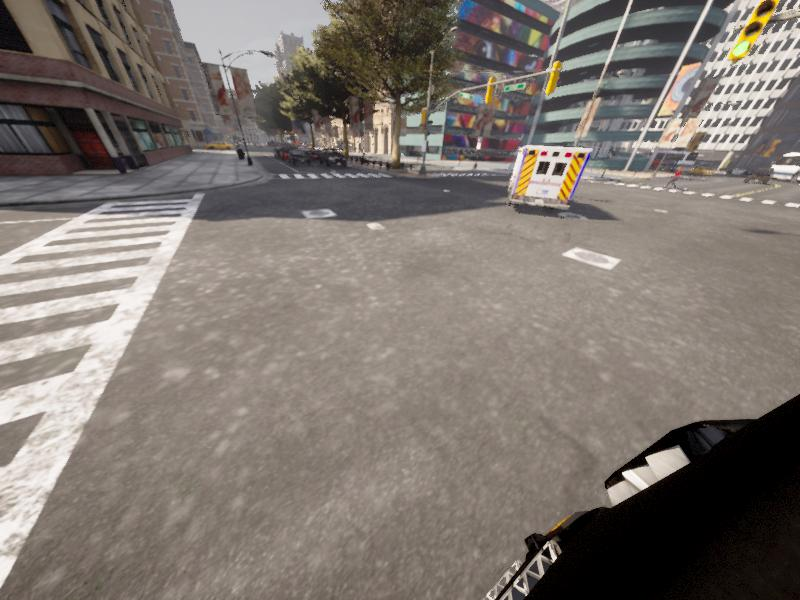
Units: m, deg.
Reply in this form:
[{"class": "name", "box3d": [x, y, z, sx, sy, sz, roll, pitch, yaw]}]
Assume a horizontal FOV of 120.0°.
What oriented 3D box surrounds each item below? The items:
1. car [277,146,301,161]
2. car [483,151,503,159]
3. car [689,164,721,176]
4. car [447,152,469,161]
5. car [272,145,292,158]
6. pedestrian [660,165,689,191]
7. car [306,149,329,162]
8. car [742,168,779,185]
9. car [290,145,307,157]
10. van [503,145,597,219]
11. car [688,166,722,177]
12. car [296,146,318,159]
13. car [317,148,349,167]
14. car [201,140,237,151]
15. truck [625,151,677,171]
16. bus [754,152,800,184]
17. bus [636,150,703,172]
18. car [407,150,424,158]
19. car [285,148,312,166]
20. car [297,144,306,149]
[{"class": "car", "box3d": [-15.146, -19.893, 31.365, 2.007, 1.525, 4.514, -16, 38, -26]}, {"class": "car", "box3d": [29.873, -46.662, 74.332, 2.435, 2.045, 5.566, -16, 38, -26]}, {"class": "car", "box3d": [63.740, -27.371, 48.414, 1.905, 1.878, 3.866, 11, 34, 13]}, {"class": "car", "box3d": [13.526, -33.960, 54.564, 2.128, 1.511, 4.902, -16, 38, -26]}, {"class": "car", "box3d": [-18.470, -23.115, 35.989, 1.837, 1.490, 4.892, -16, 38, -27]}, {"class": "pedestrian", "box3d": [23.722, -10.562, 19.973, 0.751, 1.860, 0.751, -18, 39, -28]}, {"class": "car", "box3d": [-11.486, -20.063, 32.046, 1.994, 1.385, 4.181, -16, 38, -26]}, {"class": "car", "box3d": [48.708, -16.726, 31.202, 3.866, 1.878, 1.905, -19, 40, -30]}, {"class": "car", "box3d": [-18.189, -26.756, 41.391, 1.851, 1.617, 3.988, -16, 38, -26]}, {"class": "van", "box3d": [6.895, -6.241, 11.695, 2.351, 2.431, 6.366, 13, 35, 14]}, {"class": "car", "box3d": [57.773, -24.472, 43.883, 1.801, 1.575, 5.366, 18, 36, 21]}, {"class": "car", "box3d": [-14.842, -23.426, 36.722, 2.128, 1.511, 4.902, -16, 38, -26]}, {"class": "car", "box3d": [-7.825, -16.600, 26.842, 2.242, 1.667, 4.611, -16, 38, -26]}, {"class": "car", "box3d": [-37.386, -31.981, 47.800, 1.801, 1.575, 5.366, 27, 41, 32]}, {"class": "truck", "box3d": [61.818, -34.614, 57.397, 2.891, 3.827, 8.468, 1, 34, -3]}, {"class": "bus", "box3d": [65.828, -21.463, 37.515, 3.944, 4.253, 10.273, 18, 36, 21]}, {"class": "bus", "box3d": [68.599, -35.838, 59.378, 3.944, 4.253, 10.273, -1, 34, -6]}, {"class": "car", "box3d": [4.121, -38.643, 60.960, 2.161, 1.482, 4.786, -16, 38, -26]}, {"class": "car", "box3d": [-11.757, -16.575, 26.704, 1.812, 1.442, 4.674, -16, 38, -26]}, {"class": "car", "box3d": [-37.125, -57.855, 87.039, 1.895, 1.301, 4.718, -16, 38, -26]}]
